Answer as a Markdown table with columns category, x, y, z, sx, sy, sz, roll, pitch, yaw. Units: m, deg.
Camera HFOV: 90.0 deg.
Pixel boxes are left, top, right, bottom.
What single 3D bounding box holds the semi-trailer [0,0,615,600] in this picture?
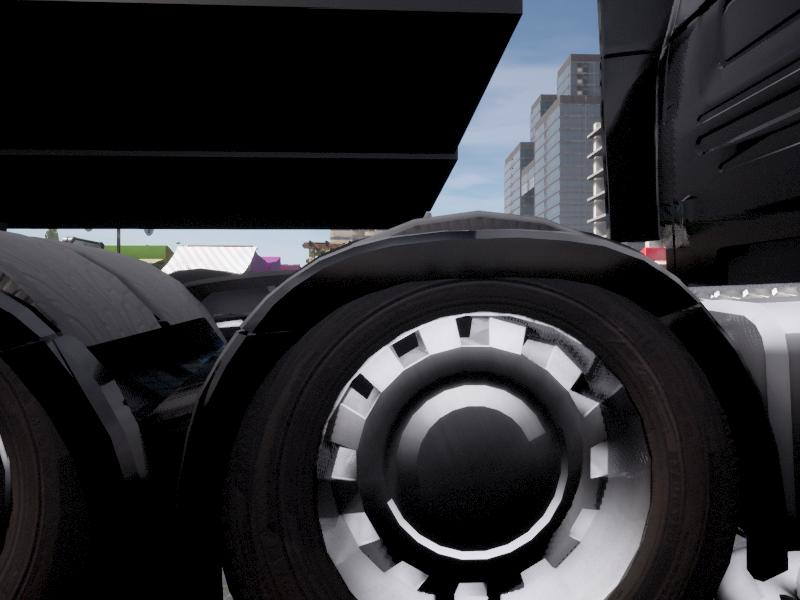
| category | x | y | z | sx | sy | sz | roll | pitch | yaw |
| --- | --- | --- | --- | --- | --- | --- | --- | --- | --- |
| semi-trailer | -6.799 | -1.218 | 1.761 | 14.254 | 4.402 | 2.717 | 0 | 0 | -2 |

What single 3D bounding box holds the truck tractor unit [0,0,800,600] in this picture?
| category | x | y | z | sx | sy | sz | roll | pitch | yaw |
| --- | --- | --- | --- | --- | --- | --- | --- | --- | --- |
| truck tractor unit | 1.105 | -1.116 | 2.103 | 6.516 | 4.208 | 3.053 | 0 | 0 | -3 |
